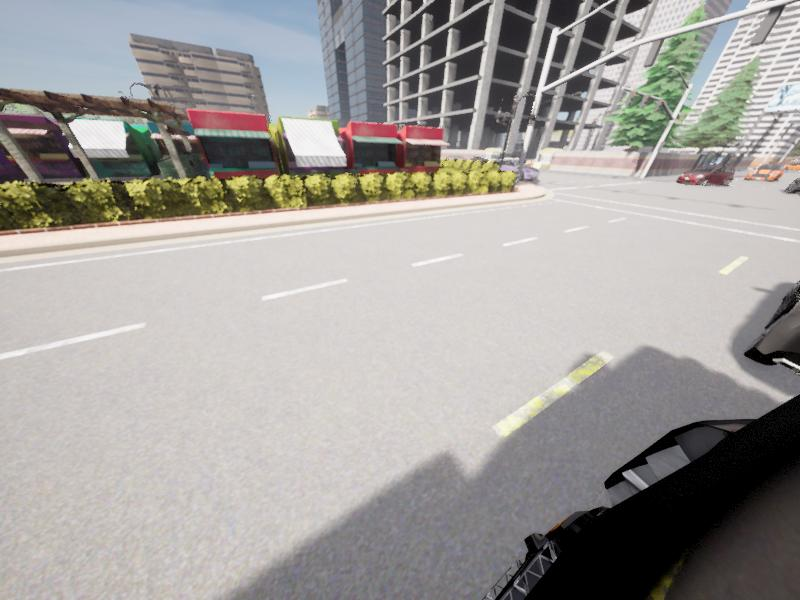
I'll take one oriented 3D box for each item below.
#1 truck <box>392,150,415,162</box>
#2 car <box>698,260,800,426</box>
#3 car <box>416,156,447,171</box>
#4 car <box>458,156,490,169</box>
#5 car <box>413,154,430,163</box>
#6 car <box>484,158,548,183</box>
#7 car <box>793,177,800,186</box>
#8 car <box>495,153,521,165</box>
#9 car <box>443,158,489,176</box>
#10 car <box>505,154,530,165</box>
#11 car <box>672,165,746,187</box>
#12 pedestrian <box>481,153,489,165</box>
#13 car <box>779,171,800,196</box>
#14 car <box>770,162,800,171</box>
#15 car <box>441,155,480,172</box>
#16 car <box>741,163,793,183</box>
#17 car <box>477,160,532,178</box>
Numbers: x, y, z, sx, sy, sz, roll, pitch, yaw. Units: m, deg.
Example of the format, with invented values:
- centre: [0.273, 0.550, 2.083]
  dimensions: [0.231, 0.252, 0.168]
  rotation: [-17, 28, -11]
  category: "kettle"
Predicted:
- centre: [0.631, -33.461, 53.626]
  dimensions: [2.390, 2.098, 6.274]
  rotation: [-16, 37, -25]
  category: "truck"
- centre: [6.226, 0.158, 2.597]
  dimensions: [4.902, 1.511, 2.128]
  rotation: [-16, 37, -25]
  category: "car"
- centre: [4.114, -18.291, 30.920]
  dimensions: [1.816, 1.474, 4.193]
  rotation: [-16, 37, -25]
  category: "car"
- centre: [11.850, -22.317, 37.366]
  dimensions: [1.882, 1.535, 5.008]
  rotation: [-16, 37, -25]
  category: "car"
- centre: [4.466, -29.507, 48.169]
  dimensions: [1.789, 1.549, 3.705]
  rotation: [-16, 37, -25]
  category: "car"
- centre: [10.529, -12.119, 21.496]
  dimensions: [2.033, 1.649, 4.856]
  rotation: [-16, 37, -25]
  category: "car"
- centre: [42.864, -12.561, 23.622]
  dimensions: [4.892, 1.490, 1.837]
  rotation: [-16, 37, -25]
  category: "car"
- centre: [21.265, -27.815, 45.637]
  dimensions: [1.905, 1.878, 3.866]
  rotation: [-16, 37, -25]
  category: "car"
- centre: [7.353, -15.149, 26.187]
  dimensions: [2.163, 1.488, 4.792]
  rotation: [-16, 37, -25]
  category: "car"
- centre: [23.827, -28.556, 46.876]
  dimensions: [1.905, 1.878, 3.866]
  rotation: [-16, 37, -25]
  category: "car"
- centre: [27.816, -11.239, 20.906]
  dimensions: [3.988, 1.617, 1.851]
  rotation: [-3, 33, -7]
  category: "car"
- centre: [15.100, -24.991, 40.994]
  dimensions: [0.751, 1.860, 0.751]
  rotation: [-16, 37, -25]
  category: "pedestrian"
- centre: [30.731, -8.606, 17.134]
  dimensions: [5.357, 1.411, 2.033]
  rotation: [-22, 40, -32]
  category: "car"
- centre: [90.860, -30.952, 53.546]
  dimensions: [4.553, 1.767, 2.097]
  rotation: [18, 37, 24]
  category: "car"
- centre: [8.011, -18.430, 31.100]
  dimensions: [2.242, 1.667, 4.611]
  rotation: [-17, 37, -25]
  category: "car"
- centre: [42.315, -14.709, 26.643]
  dimensions: [4.553, 1.767, 2.097]
  rotation: [-16, 37, -25]
  category: "car"
- centre: [11.562, -14.865, 25.988]
  dimensions: [2.033, 1.411, 5.357]
  rotation: [-16, 37, -25]
  category: "car"
